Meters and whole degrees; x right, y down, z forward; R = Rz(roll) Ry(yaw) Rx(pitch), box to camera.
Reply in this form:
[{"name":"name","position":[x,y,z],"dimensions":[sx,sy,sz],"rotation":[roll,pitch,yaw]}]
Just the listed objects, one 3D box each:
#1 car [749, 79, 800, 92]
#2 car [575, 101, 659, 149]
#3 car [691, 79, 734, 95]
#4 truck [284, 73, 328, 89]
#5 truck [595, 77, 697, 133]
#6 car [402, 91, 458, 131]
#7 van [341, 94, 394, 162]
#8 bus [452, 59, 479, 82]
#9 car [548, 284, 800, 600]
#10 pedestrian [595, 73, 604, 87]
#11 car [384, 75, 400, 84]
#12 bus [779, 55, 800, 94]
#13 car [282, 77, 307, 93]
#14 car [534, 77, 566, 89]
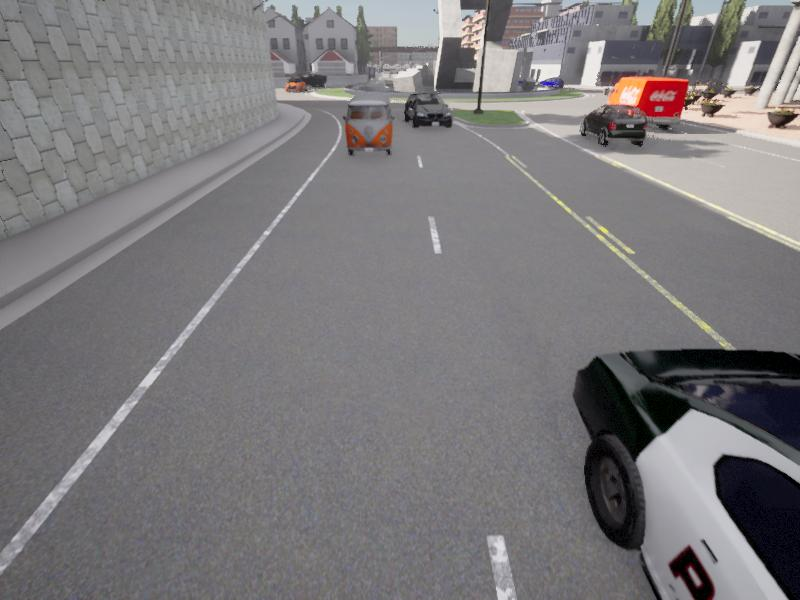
[{"name":"car","position":[50.397,-28.812,53.780],"dimensions":[4.892,1.490,1.837],"rotation":[-1,30,-1]},{"name":"car","position":[9.643,-8.009,18.150],"dimensions":[1.789,1.549,3.705],"rotation":[2,30,3]},{"name":"car","position":[38.583,-26.276,49.415],"dimensions":[3.988,1.617,1.851],"rotation":[-10,32,-16]},{"name":"truck","position":[-14.485,-34.141,62.275],"dimensions":[2.390,2.098,6.274],"rotation":[26,39,37]},{"name":"truck","position":[13.541,-11.147,22.612],"dimensions":[2.627,2.467,5.204],"rotation":[3,30,5]},{"name":"car","position":[1.581,-11.034,23.209],"dimensions":[2.242,1.667,4.611],"rotation":[-4,30,-8]},{"name":"van","position":[-1.183,-7.019,16.031],"dimensions":[1.775,1.987,4.442],"rotation":[-1,30,-2]},{"name":"bus","position":[14.490,-51.407,89.665],"dimensions":[3.944,4.253,10.273],"rotation":[-1,30,-1]},{"name":"car","position":[2.460,1.808,1.385],"dimensions":[2.038,1.542,4.974],"rotation":[0,31,0]},{"name":"pedestrian","position":[31.534,-34.758,63.247],"dimensions":[0.751,1.860,0.751],"rotation":[27,40,38]},{"name":"car","position":[-1.558,-43.569,78.991],"dimensions":[1.837,1.490,4.892],"rotation":[8,31,14]},{"name":"bus","position":[55.316,-28.340,50.243],"dimensions":[10.273,4.253,3.944],"rotation":[-1,30,-1]},{"name":"car","position":[-13.846,-28.504,52.952],"dimensions":[2.097,1.767,4.553],"rotation":[0,30,-1]},{"name":"car","position":[23.050,-33.303,61.468],"dimensions":[1.816,1.474,4.193],"rotation":[-19,36,-30]}]
